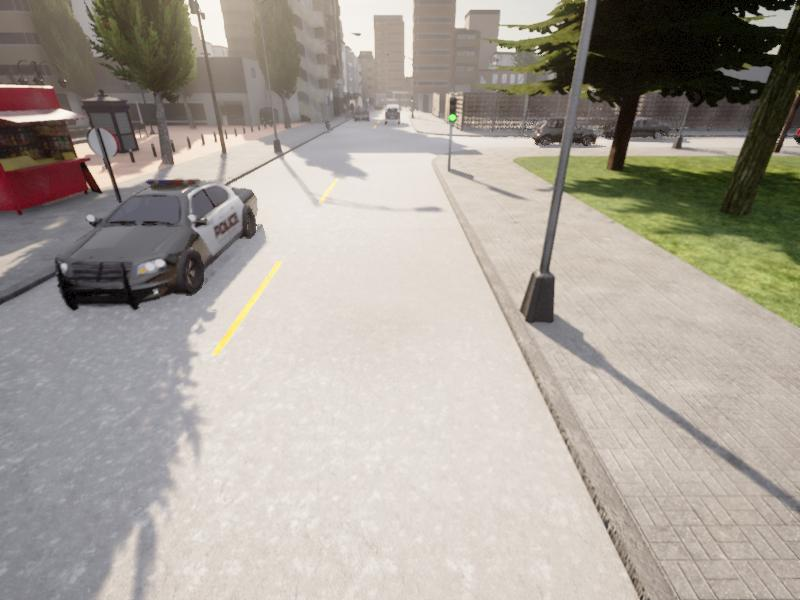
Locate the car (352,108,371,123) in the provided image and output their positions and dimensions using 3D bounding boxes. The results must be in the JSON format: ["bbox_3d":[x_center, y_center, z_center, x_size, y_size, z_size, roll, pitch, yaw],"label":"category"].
[{"bbox_3d":[-4.729,-23.069,49.934,2.007,1.525,4.514,0,27,-1],"label":"car"}]

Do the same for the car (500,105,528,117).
[{"bbox_3d":[17.337,-28.807,60.925,3.705,1.547,1.789,0,27,0],"label":"car"}]

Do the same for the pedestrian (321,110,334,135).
[{"bbox_3d":[-6.005,-14.701,33.203,0.751,1.860,0.751,-1,27,-2],"label":"pedestrian"}]

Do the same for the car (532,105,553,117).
[{"bbox_3d":[21.786,-29.071,61.459,1.845,1.501,3.633,0,27,0],"label":"car"}]

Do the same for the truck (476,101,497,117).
[{"bbox_3d":[13.148,-29.158,61.085,2.069,2.038,4.478,0,27,0],"label":"truck"}]

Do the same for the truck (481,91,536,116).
[{"bbox_3d":[18.783,-34.415,69.975,8.468,3.827,2.891,0,27,0],"label":"truck"}]

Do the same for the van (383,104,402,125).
[{"bbox_3d":[-0.826,-21.920,47.134,2.069,2.038,4.480,1,28,1],"label":"van"}]

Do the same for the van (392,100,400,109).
[{"bbox_3d":[-1.018,-49.916,102.236,1.775,1.987,4.442,0,27,0],"label":"van"}]

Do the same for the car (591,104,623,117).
[{"bbox_3d":[31.201,-28.615,60.421,2.242,1.667,4.611,0,27,0],"label":"car"}]

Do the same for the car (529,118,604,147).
[{"bbox_3d":[10.944,-11.159,26.619,3.988,1.617,1.851,0,27,1],"label":"car"}]

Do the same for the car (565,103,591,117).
[{"bbox_3d":[26.908,-28.813,60.579,1.905,1.878,3.866,0,27,0],"label":"car"}]

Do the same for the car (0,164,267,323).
[{"bbox_3d":[-4.460,-1.484,7.852,2.038,1.542,4.974,0,27,-1],"label":"car"}]

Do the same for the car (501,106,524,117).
[{"bbox_3d":[17.109,-28.816,61.099,2.033,1.415,5.357,0,27,0],"label":"car"}]

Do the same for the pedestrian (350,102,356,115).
[{"bbox_3d":[-7.677,-31.080,64.906,0.751,1.860,0.751,2,27,4],"label":"pedestrian"}]

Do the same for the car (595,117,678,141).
[{"bbox_3d":[17.706,-12.911,30.149,4.892,1.490,1.837,-1,27,-1],"label":"car"}]

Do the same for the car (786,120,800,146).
[{"bbox_3d":[28.769,-10.962,26.310,4.514,1.525,2.007,-1,27,-3],"label":"car"}]

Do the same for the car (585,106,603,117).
[{"bbox_3d":[29.074,-28.238,59.916,1.481,1.379,2.207,0,27,0],"label":"car"}]

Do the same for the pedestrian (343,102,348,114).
[{"bbox_3d":[-9.104,-31.921,66.547,0.751,1.860,0.751,-3,27,-5],"label":"pedestrian"}]

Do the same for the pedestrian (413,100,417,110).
[{"bbox_3d":[3.274,-41.897,85.967,0.751,1.860,0.751,-4,27,-7],"label":"pedestrian"}]
